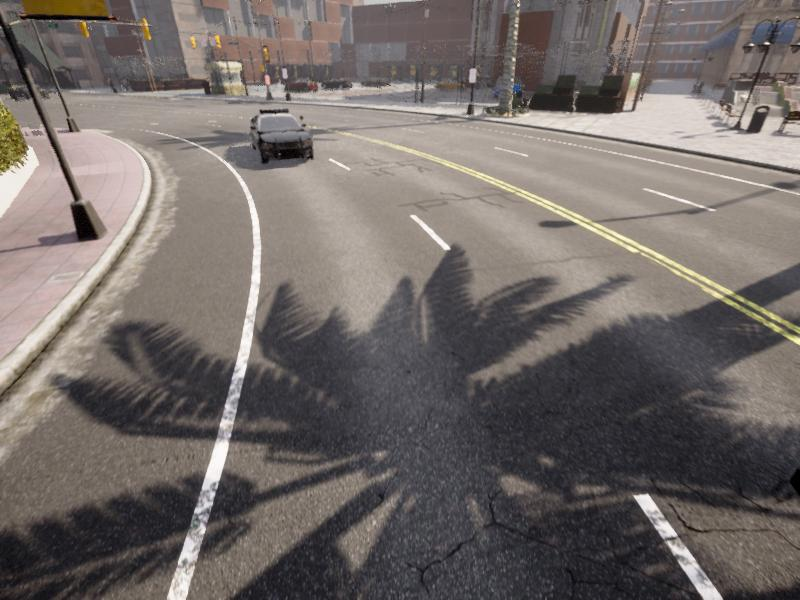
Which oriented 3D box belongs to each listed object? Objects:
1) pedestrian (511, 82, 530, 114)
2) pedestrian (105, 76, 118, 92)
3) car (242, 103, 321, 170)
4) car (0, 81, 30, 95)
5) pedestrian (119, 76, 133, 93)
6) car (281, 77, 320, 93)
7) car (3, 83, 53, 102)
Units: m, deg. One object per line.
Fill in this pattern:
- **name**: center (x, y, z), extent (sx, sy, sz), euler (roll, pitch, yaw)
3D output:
- **pedestrian**: center (8.178, -13.712, 27.196), extent (0.751, 1.860, 0.751), euler (25, 39, 36)
- **pedestrian**: center (-39.101, -29.265, 54.218), extent (0.751, 1.860, 0.751), euler (20, 36, 30)
- **car**: center (-4.759, -6.534, 15.600), extent (1.930, 1.638, 5.238), euler (-12, 33, -20)
- **car**: center (-52.698, -28.720, 54.158), extent (4.514, 1.525, 2.007), euler (16, 34, 26)
- **pedestrian**: center (-35.687, -28.011, 52.042), extent (0.751, 1.860, 0.751), euler (17, 35, 27)
- **car**: center (-13.014, -28.187, 52.365), extent (4.553, 1.767, 2.185), euler (16, 34, 26)
- **car**: center (-42.150, -23.553, 45.328), extent (5.027, 1.651, 2.152), euler (16, 34, 26)
